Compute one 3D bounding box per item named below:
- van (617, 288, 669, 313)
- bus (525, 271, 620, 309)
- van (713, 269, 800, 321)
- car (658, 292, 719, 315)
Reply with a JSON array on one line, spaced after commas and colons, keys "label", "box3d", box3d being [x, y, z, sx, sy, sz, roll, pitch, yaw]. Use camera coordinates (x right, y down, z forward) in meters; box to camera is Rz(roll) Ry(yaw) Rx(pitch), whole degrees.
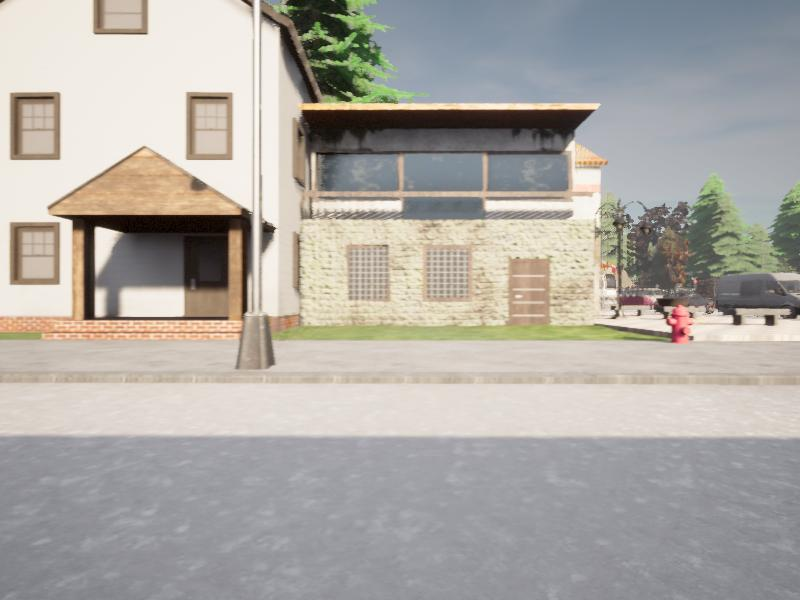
[{"label": "van", "box3d": [20.892, 0.024, 34.654, 1.775, 1.987, 4.442, 0, 0, -1]}, {"label": "bus", "box3d": [21.128, -1.110, 49.771, 3.944, 4.253, 10.273, 0, 0, -38]}, {"label": "van", "box3d": [20.986, -0.252, 22.598, 1.988, 2.561, 5.915, 0, 0, 1]}, {"label": "car", "box3d": [20.911, 0.240, 29.159, 1.789, 1.549, 3.705, 0, 0, 0]}]
